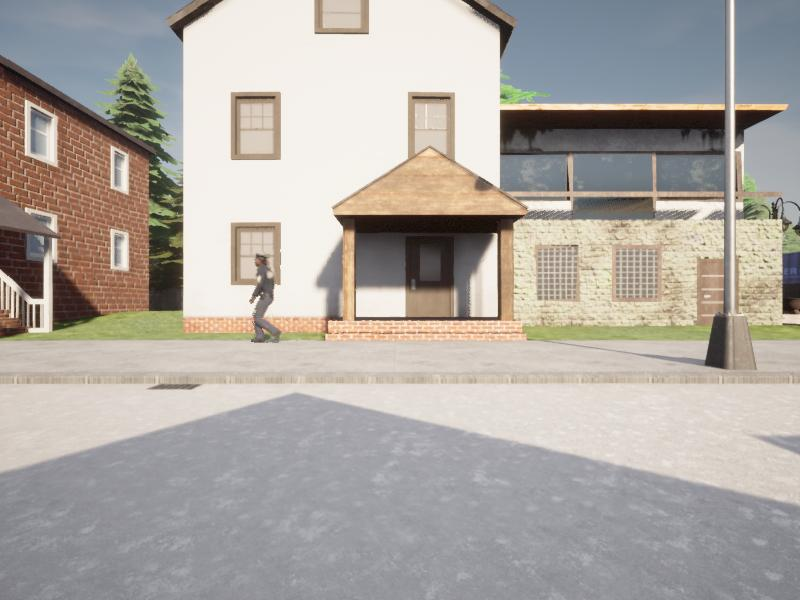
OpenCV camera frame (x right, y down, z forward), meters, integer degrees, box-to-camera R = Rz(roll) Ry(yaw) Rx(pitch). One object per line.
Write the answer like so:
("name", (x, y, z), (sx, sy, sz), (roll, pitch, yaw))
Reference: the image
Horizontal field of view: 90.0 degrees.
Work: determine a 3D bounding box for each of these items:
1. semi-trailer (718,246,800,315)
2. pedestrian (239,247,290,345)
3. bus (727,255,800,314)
("semi-trailer", (26.915, -1.218, 24.883), (2.717, 4.402, 14.254), (0, 0, -1))
("pedestrian", (-2.682, -0.067, 7.972), (0.751, 1.860, 0.751), (0, 0, 0))
("bus", (30.878, -1.131, 30.217), (3.944, 4.253, 10.273), (0, 0, 0))
